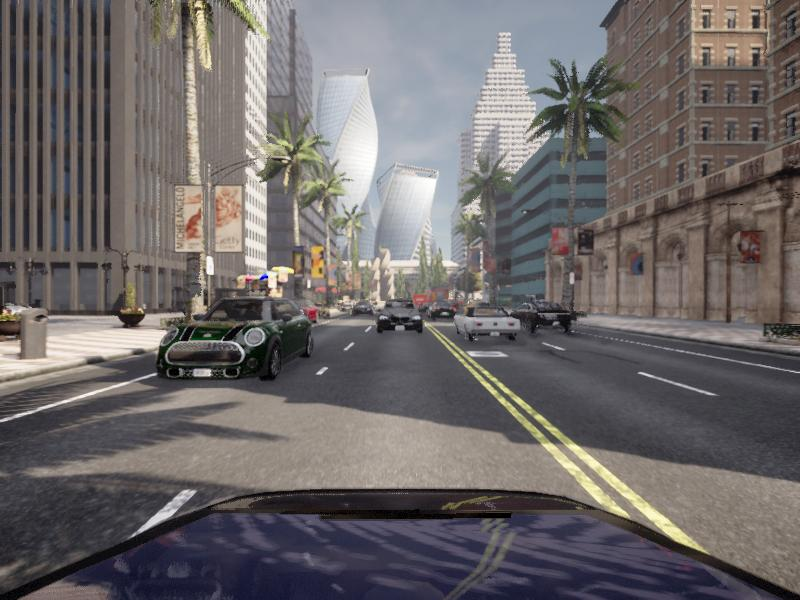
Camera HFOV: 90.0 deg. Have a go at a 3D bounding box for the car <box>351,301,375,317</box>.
[{"bbox_3d":[-3.683,0.843,40.577,2.038,1.542,4.974,0,0,-1],"label":"car"}]

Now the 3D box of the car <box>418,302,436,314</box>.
[{"bbox_3d":[3.229,0.960,48.834,1.895,1.301,4.718,0,0,-1],"label":"car"}]

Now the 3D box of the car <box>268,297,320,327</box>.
[{"bbox_3d":[-6.618,0.707,25.512,2.185,1.767,4.553,0,0,-1],"label":"car"}]

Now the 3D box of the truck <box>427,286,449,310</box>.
[{"bbox_3d":[6.508,-0.298,69.798,2.891,3.827,8.468,0,0,-1],"label":"truck"}]

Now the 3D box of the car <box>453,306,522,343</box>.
[{"bbox_3d":[3.519,0.950,17.074,1.895,1.301,4.718,0,0,0],"label":"car"}]

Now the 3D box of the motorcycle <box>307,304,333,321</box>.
[{"bbox_3d":[-6.546,0.993,32.869,0.764,1.277,2.356,0,0,29],"label":"motorcycle"}]

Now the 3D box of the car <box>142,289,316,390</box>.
[{"bbox_3d":[-3.497,0.698,9.320,2.097,1.767,4.553,0,0,0],"label":"car"}]

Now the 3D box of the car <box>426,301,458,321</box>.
[{"bbox_3d":[3.398,0.841,33.104,2.038,1.542,4.974,0,0,-1],"label":"car"}]

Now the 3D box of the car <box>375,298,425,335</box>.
[{"bbox_3d":[-0.012,0.763,20.362,2.242,1.667,4.611,0,0,0],"label":"car"}]

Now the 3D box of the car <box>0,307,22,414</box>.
[{"bbox_3d":[-6.690,0.855,3.550,2.163,1.488,4.792,0,0,-1],"label":"car"}]

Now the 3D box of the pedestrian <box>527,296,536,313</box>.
[{"bbox_3d":[15.098,0.501,45.867,0.751,1.860,0.751,0,0,-4],"label":"pedestrian"}]

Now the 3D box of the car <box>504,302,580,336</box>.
[{"bbox_3d":[7.003,0.844,20.410,2.128,1.511,4.902,0,0,0],"label":"car"}]

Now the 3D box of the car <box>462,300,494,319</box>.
[{"bbox_3d":[6.870,0.814,35.712,1.801,1.575,5.366,0,0,-1],"label":"car"}]

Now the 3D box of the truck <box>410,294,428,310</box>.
[{"bbox_3d":[3.060,0.378,64.406,2.627,2.467,5.204,0,0,0],"label":"truck"}]

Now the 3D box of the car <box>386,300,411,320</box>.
[{"bbox_3d":[-0.127,0.790,35.502,2.033,1.649,4.856,0,0,-1],"label":"car"}]
